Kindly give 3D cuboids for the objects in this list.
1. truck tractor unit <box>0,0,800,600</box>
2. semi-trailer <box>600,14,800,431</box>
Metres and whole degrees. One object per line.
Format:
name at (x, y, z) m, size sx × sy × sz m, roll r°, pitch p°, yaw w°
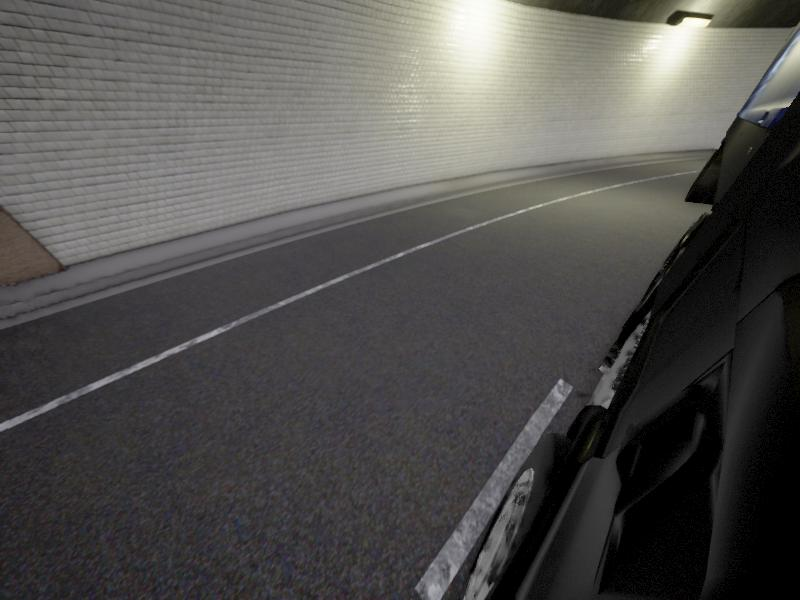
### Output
truck tractor unit at (2.645, -0.295, 0.352) m, size 6.516 × 4.208 × 3.053 m, roll -28°, pitch 44°, yaw -30°
semi-trailer at (8.562, -3.704, 4.344) m, size 14.254 × 4.402 × 2.717 m, roll -30°, pitch 45°, yaw -31°
